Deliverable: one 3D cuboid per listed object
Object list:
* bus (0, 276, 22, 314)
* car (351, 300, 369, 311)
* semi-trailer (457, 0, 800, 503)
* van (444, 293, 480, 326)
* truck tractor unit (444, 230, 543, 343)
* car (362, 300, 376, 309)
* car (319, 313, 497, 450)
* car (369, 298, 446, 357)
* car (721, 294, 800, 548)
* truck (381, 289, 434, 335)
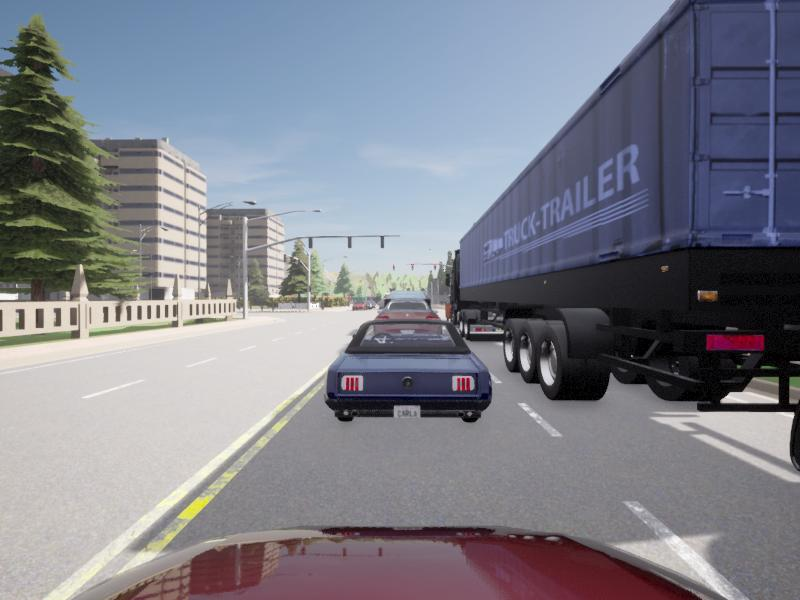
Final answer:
[{"bbox_3d":[-49.263,-0.534,44.816,10.273,4.253,3.944,0,0,1],"label":"bus"},{"bbox_3d":[-5.934,0.828,60.011,2.007,1.525,4.514,0,0,3],"label":"car"},{"bbox_3d":[3.699,-0.618,10.202,2.717,4.402,14.254,0,0,1],"label":"semi-trailer"},{"bbox_3d":[4.008,0.598,26.517,1.775,1.987,4.442,0,0,1],"label":"van"},{"bbox_3d":[3.843,-0.513,18.114,3.053,4.208,6.516,0,0,1],"label":"truck tractor unit"},{"bbox_3d":[-5.621,0.777,73.200,2.033,1.649,4.856,0,0,1],"label":"car"},{"bbox_3d":[0.126,0.944,6.620,1.895,1.301,4.718,0,0,1],"label":"car"},{"bbox_3d":[0.260,0.780,13.741,2.152,1.651,5.027,0,0,1],"label":"car"},{"bbox_3d":[3.507,0.780,0.593,1.930,1.638,5.238,0,0,1],"label":"car"},{"bbox_3d":[0.401,0.542,21.231,2.390,2.098,6.274,0,0,1],"label":"truck"}]
